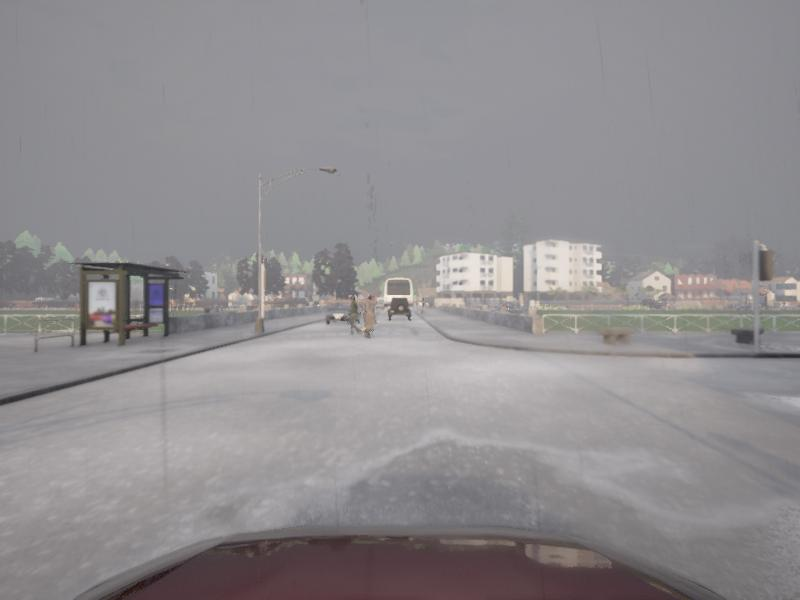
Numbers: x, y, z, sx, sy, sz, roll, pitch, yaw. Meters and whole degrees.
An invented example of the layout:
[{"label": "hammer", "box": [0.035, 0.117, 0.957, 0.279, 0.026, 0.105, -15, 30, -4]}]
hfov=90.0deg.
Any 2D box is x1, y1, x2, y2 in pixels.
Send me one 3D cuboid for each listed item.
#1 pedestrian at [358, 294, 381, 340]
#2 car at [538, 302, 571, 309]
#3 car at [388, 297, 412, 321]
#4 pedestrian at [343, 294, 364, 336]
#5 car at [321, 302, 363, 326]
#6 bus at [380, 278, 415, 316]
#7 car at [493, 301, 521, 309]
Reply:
[{"label": "pedestrian", "box": [-1.267, 0.672, 16.664, 0.751, 1.860, 0.751, 0, 0, 14]}, {"label": "car", "box": [28.835, 1.050, 74.922, 5.357, 1.411, 2.033, 0, 0, 0]}, {"label": "car", "box": [-0.032, 0.717, 33.944, 1.905, 1.878, 3.866, 0, 0, -1]}, {"label": "pedestrian", "box": [-2.087, 0.675, 18.178, 0.751, 1.860, 0.751, 0, 0, 12]}, {"label": "car", "box": [-3.968, 0.895, 28.210, 2.128, 1.511, 4.902, 0, 0, 1]}, {"label": "bus", "box": [-0.257, -0.423, 50.354, 3.944, 4.253, 10.273, 0, 1, 0]}, {"label": "car", "box": [19.973, 1.000, 74.787, 4.892, 1.490, 1.837, 0, 0, 1]}]
